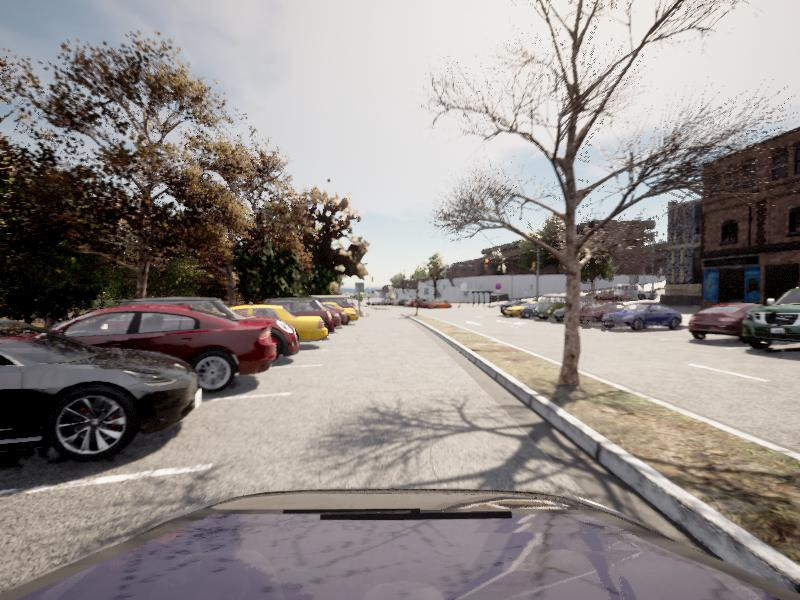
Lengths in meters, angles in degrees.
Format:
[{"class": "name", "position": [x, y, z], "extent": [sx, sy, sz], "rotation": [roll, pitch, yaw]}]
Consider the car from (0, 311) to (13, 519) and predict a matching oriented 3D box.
[{"class": "car", "position": [-4.823, 0.860, 1.192], "extent": [4.792, 1.488, 2.163], "rotation": [-1, 0, -20]}]

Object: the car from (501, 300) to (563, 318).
[{"class": "car", "position": [12.042, 0.806, 36.450], "extent": [5.366, 1.575, 1.946], "rotation": [1, 0, -24]}]

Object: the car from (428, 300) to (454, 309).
[{"class": "car", "position": [7.980, 0.900, 77.144], "extent": [4.553, 1.767, 2.185], "rotation": [1, 0, -29]}]

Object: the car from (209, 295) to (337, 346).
[{"class": "car", "position": [-5.029, 0.715, 16.022], "extent": [4.553, 1.767, 2.185], "rotation": [-1, 0, -22]}]

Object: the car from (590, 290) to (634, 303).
[{"class": "car", "position": [27.119, -0.456, 51.316], "extent": [2.002, 1.452, 4.674], "rotation": [-7, 4, -29]}]

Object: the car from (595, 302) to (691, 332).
[{"class": "car", "position": [13.044, 0.850, 21.445], "extent": [4.674, 1.452, 2.002], "rotation": [1, 0, -23]}]

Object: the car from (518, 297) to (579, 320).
[{"class": "car", "position": [12.444, 0.685, 33.524], "extent": [4.553, 1.767, 2.185], "rotation": [1, 0, -24]}]

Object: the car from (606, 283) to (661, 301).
[{"class": "car", "position": [30.078, -1.033, 51.759], "extent": [2.435, 2.045, 5.566], "rotation": [-7, 4, -29]}]

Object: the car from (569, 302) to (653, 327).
[{"class": "car", "position": [12.906, 0.850, 24.466], "extent": [4.674, 1.452, 2.002], "rotation": [1, 0, -23]}]

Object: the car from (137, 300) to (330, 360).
[{"class": "car", "position": [-5.141, 0.838, 12.982], "extent": [5.366, 1.575, 1.946], "rotation": [-1, 0, -21]}]

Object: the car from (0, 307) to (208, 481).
[{"class": "car", "position": [-4.782, 0.862, 4.186], "extent": [4.792, 1.488, 2.163], "rotation": [-1, 0, -20]}]

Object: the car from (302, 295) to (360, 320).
[{"class": "car", "position": [-5.852, 0.626, 33.806], "extent": [4.442, 1.987, 1.878], "rotation": [-1, 0, -24]}]

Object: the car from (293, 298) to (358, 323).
[{"class": "car", "position": [-5.731, 0.725, 30.814], "extent": [4.553, 1.767, 2.185], "rotation": [-1, 0, -23]}]

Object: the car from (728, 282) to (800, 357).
[{"class": "car", "position": [13.303, 0.558, 12.372], "extent": [5.566, 2.045, 2.435], "rotation": [1, 0, -22]}]

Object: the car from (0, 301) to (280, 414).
[{"class": "car", "position": [-4.839, 0.834, 7.131], "extent": [5.008, 1.535, 2.097], "rotation": [-1, 0, -21]}]

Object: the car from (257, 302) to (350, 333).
[{"class": "car", "position": [-5.284, 0.885, 21.931], "extent": [4.674, 1.452, 2.002], "rotation": [-1, 0, -22]}]

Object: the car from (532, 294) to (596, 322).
[{"class": "car", "position": [12.495, 0.583, 30.449], "extent": [4.442, 1.987, 1.878], "rotation": [1, 0, -24]}]

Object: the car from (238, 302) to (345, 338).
[{"class": "car", "position": [-5.159, 0.883, 18.972], "extent": [4.674, 1.452, 2.002], "rotation": [-1, 0, -22]}]

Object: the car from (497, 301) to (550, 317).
[{"class": "car", "position": [12.175, 0.847, 39.508], "extent": [4.792, 1.488, 2.163], "rotation": [1, 0, -25]}]

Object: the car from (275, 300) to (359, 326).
[{"class": "car", "position": [-5.757, 0.849, 27.773], "extent": [5.366, 1.575, 1.946], "rotation": [-1, 0, -23]}]

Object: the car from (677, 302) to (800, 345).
[{"class": "car", "position": [13.244, 0.849, 15.411], "extent": [4.674, 1.452, 2.002], "rotation": [1, 0, -22]}]

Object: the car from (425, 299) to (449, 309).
[{"class": "car", "position": [7.456, 0.795, 80.075], "extent": [4.442, 1.987, 1.878], "rotation": [1, 0, -29]}]

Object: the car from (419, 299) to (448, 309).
[{"class": "car", "position": [7.060, 0.766, 83.088], "extent": [5.566, 2.045, 2.435], "rotation": [1, 0, -29]}]

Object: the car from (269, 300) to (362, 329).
[{"class": "car", "position": [-5.260, 0.842, 24.965], "extent": [5.366, 1.575, 1.946], "rotation": [-1, 0, -23]}]

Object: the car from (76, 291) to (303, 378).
[{"class": "car", "position": [-4.931, 0.712, 10.085], "extent": [4.553, 1.767, 2.185], "rotation": [-1, 0, -21]}]

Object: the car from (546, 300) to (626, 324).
[{"class": "car", "position": [12.771, 0.811, 27.482], "extent": [4.892, 1.521, 2.231], "rotation": [1, 0, -23]}]
